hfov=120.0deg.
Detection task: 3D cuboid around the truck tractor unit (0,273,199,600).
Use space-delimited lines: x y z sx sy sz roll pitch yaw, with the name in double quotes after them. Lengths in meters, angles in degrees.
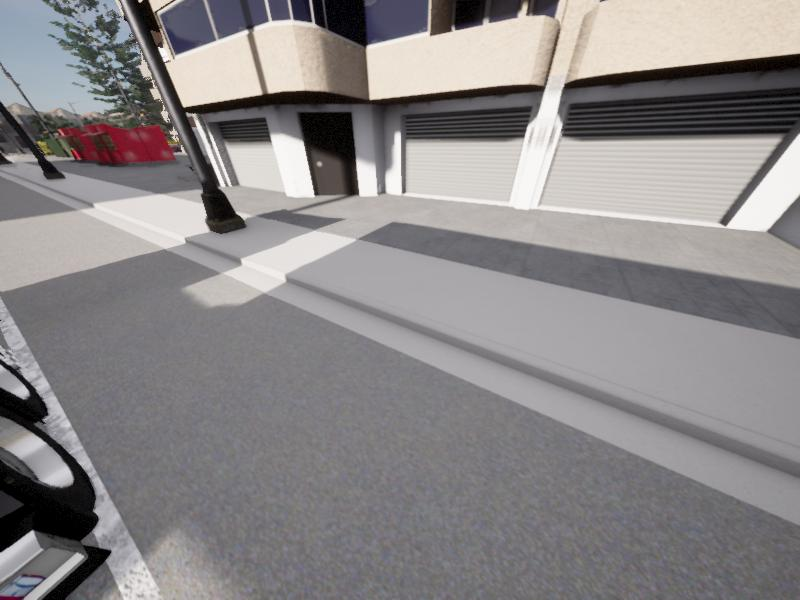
-5.120 -0.294 0.749 6.516 4.208 3.053 18 39 23 "truck tractor unit"
